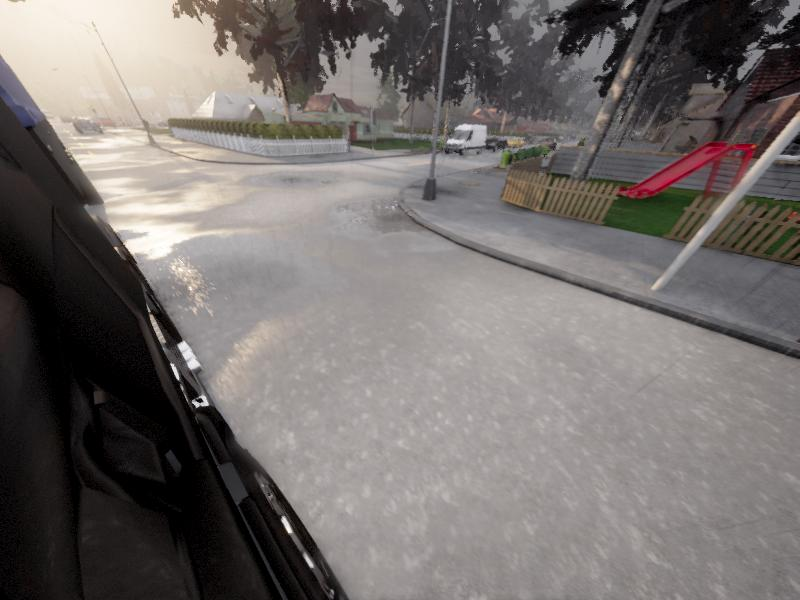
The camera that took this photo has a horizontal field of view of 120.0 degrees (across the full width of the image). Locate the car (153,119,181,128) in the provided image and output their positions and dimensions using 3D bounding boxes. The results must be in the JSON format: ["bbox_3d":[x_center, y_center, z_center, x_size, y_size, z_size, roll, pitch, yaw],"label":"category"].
[{"bbox_3d":[-55.723,-42.120,55.210,1.816,1.474,4.193,28,44,30],"label":"car"}]

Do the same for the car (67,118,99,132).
[{"bbox_3d":[-47.077,-26.043,34.308,4.974,1.542,2.038,28,44,30],"label":"car"}]

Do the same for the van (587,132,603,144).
[{"bbox_3d":[56.538,-46.983,66.948,1.988,2.561,5.915,28,44,30],"label":"van"}]

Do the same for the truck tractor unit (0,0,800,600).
[{"bbox_3d":[-2.645,-0.295,0.352,6.516,4.208,3.053,28,44,30],"label":"truck tractor unit"}]

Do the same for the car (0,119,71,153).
[{"bbox_3d":[-25.377,-11.360,15.908,4.611,1.667,2.242,26,43,28],"label":"car"}]

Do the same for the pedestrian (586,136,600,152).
[{"bbox_3d":[28.051,-22.769,33.628,0.751,1.860,0.751,13,38,14],"label":"pedestrian"}]

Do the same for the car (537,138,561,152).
[{"bbox_3d":[21.591,-22.478,33.373,1.845,1.501,3.633,28,44,30],"label":"car"}]

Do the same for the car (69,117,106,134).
[{"bbox_3d":[-41.646,-23.181,30.736,5.027,1.651,2.152,28,44,30],"label":"car"}]

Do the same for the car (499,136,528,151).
[{"bbox_3d":[16.353,-22.627,33.239,1.801,1.575,5.366,28,44,30],"label":"car"}]

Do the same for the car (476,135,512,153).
[{"bbox_3d":[11.738,-19.457,28.744,2.152,1.651,5.027,28,44,30],"label":"car"}]

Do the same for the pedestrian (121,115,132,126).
[{"bbox_3d":[-61.851,-40.628,52.330,0.751,1.860,0.751,25,43,27],"label":"pedestrian"}]

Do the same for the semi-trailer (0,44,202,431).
[{"bbox_3d":[-8.700,-3.595,4.239,14.254,4.402,2.717,28,44,30],"label":"semi-trailer"}]

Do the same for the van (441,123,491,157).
[{"bbox_3d":[6.820,-16.424,23.694,1.988,2.561,5.915,28,44,30],"label":"van"}]
